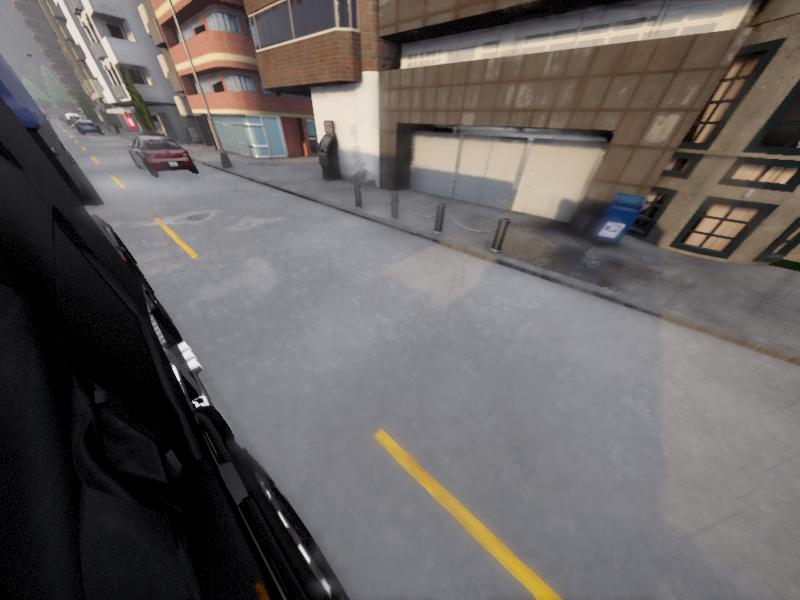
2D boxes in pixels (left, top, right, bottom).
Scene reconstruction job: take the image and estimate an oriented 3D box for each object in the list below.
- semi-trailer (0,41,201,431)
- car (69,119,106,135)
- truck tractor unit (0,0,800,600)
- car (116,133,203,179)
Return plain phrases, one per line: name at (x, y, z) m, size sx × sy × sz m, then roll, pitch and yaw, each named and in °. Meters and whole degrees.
semi-trailer at (-8.699, -3.596, 4.239) m, size 14.254 × 4.402 × 2.717 m, roll 28°, pitch 43°, yaw 30°
car at (-40.986, -22.681, 30.270) m, size 4.792 × 1.488 × 2.163 m, roll 28°, pitch 43°, yaw 30°
truck tractor unit at (-2.645, -0.295, 0.351) m, size 6.516 × 4.208 × 3.053 m, roll 28°, pitch 44°, yaw 30°
car at (-11.673, -7.081, 11.203) m, size 4.193 × 1.474 × 1.816 m, roll 28°, pitch 43°, yaw 30°
